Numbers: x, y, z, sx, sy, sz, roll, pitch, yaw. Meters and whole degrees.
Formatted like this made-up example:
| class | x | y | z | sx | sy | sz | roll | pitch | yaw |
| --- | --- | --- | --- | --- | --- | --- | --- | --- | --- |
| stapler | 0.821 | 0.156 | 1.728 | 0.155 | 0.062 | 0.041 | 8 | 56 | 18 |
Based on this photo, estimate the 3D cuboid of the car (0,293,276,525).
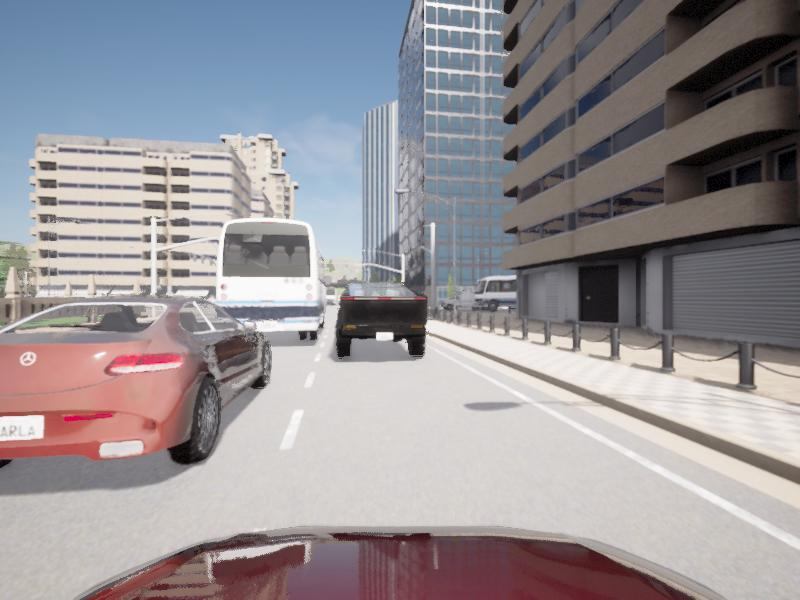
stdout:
| class | x | y | z | sx | sy | sz | roll | pitch | yaw |
| --- | --- | --- | --- | --- | --- | --- | --- | --- | --- |
| car | -3.152 | 0.761 | 5.336 | 2.152 | 1.651 | 5.027 | 0 | 0 | -9 |

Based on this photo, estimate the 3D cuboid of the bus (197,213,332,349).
| class | x | y | z | sx | sy | sz | roll | pitch | yaw |
| --- | --- | --- | --- | --- | --- | --- | --- | --- | --- |
| bus | -5.160 | -0.601 | 17.858 | 3.944 | 4.253 | 10.273 | 0 | 0 | -9 |

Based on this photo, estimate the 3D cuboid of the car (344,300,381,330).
| class | x | y | z | sx | sy | sz | roll | pitch | yaw |
| --- | --- | --- | --- | --- | --- | --- | --- | --- | --- |
| car | -2.173 | 0.770 | 22.322 | 1.816 | 1.474 | 4.193 | 0 | 0 | -9 |

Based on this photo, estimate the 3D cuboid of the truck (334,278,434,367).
| class | x | y | z | sx | sy | sz | roll | pitch | yaw |
| --- | --- | --- | --- | --- | --- | --- | --- | --- | --- |
| truck | -0.772 | 0.496 | 12.681 | 2.390 | 2.098 | 6.274 | 0 | 0 | -8 |

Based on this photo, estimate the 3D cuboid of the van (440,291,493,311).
| class | x | y | z | sx | sy | sz | roll | pitch | yaw |
| --- | --- | --- | --- | --- | --- | --- | --- | --- | --- |
| van | 8.478 | 0.130 | 51.330 | 6.366 | 2.431 | 2.351 | 0 | 0 | -8 |

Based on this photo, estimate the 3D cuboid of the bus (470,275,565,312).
| class | x | y | z | sx | sy | sz | roll | pitch | yaw |
| --- | --- | --- | --- | --- | --- | --- | --- | --- | --- |
| bus | 14.077 | -0.771 | 48.481 | 10.273 | 4.253 | 3.944 | 0 | 0 | -8 |
